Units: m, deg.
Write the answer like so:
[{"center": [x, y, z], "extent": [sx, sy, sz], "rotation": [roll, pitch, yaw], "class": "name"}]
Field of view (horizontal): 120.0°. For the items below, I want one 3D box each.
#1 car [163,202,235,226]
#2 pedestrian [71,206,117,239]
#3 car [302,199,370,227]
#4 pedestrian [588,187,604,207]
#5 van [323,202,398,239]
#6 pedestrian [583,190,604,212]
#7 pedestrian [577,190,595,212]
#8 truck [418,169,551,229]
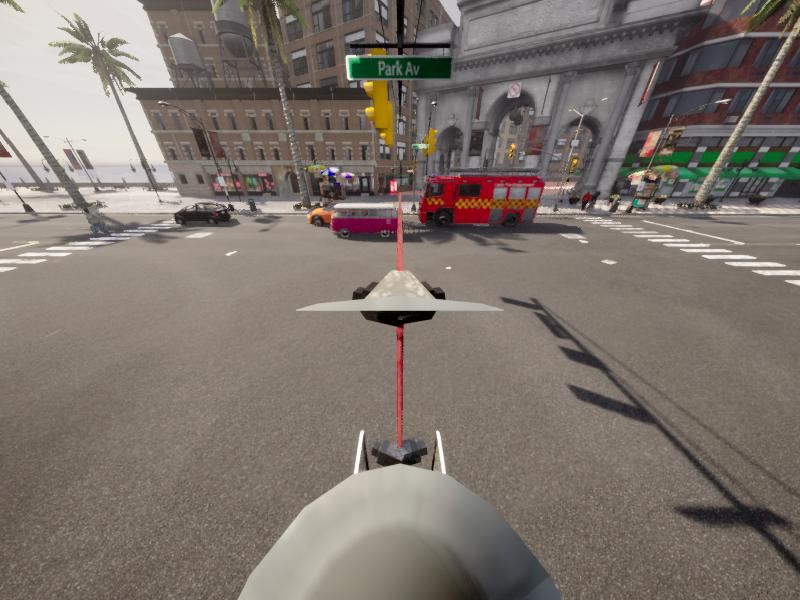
[{"center": [-15.703, -6.821, 18.252], "extent": [3.705, 1.549, 1.789], "rotation": [0, 30, 1], "class": "car"}, {"center": [-19.083, -4.834, 14.469], "extent": [0.751, 1.860, 0.751], "rotation": [0, 30, 0], "class": "pedestrian"}, {"center": [-4.819, -6.855, 18.091], "extent": [4.553, 1.767, 2.097], "rotation": [0, 30, 1], "class": "car"}, {"center": [21.654, -11.379, 25.501], "extent": [0.751, 1.860, 0.751], "rotation": [20, 35, 30], "class": "pedestrian"}, {"center": [-2.357, -5.178, 14.986], "extent": [4.442, 1.987, 1.775], "rotation": [0, 30, 1], "class": "van"}, {"center": [18.855, -9.678, 22.555], "extent": [0.751, 1.860, 0.751], "rotation": [-5, 30, -8], "class": "pedestrian"}, {"center": [18.209, -9.734, 22.652], "extent": [0.751, 1.860, 0.751], "rotation": [13, 32, 21], "class": "pedestrian"}, {"center": [5.758, -7.683, 17.483], "extent": [8.468, 3.827, 2.891], "rotation": [0, 30, 1], "class": "truck"}]
